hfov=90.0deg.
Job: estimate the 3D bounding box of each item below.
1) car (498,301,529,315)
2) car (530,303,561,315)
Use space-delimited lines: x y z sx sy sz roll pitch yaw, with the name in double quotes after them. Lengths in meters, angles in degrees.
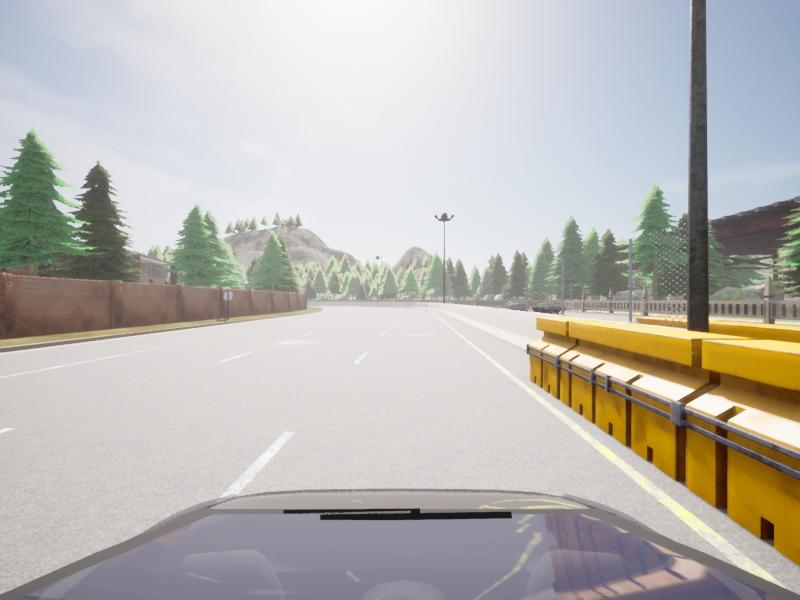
12.513 0.836 44.460 2.128 1.511 4.902 0 0 1 "car"
16.014 0.944 44.323 1.895 1.301 4.718 0 0 1 "car"
